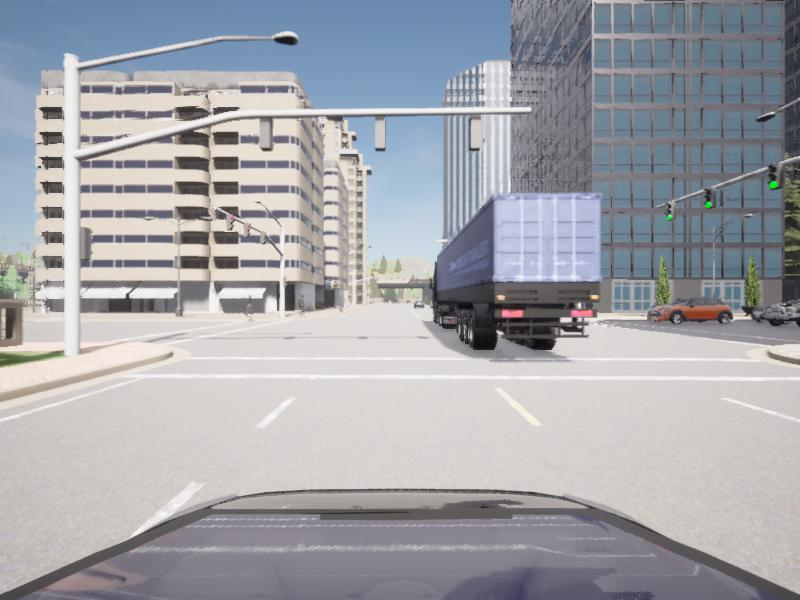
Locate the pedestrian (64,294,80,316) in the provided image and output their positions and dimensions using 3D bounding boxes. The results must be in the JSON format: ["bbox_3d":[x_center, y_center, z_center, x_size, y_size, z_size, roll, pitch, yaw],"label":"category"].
[{"bbox_3d":[-28.584,0.434,34.843,0.751,1.860,0.751,0,0,8],"label":"pedestrian"}]

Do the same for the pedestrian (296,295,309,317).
[{"bbox_3d":[-8.092,0.489,33.079,0.751,1.860,0.751,0,0,39],"label":"pedestrian"}]

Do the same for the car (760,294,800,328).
[{"bbox_3d":[23.517,0.600,22.574,4.605,1.855,1.932,0,0,0],"label":"car"}]

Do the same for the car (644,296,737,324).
[{"bbox_3d":[18.830,0.642,26.117,4.553,1.767,2.097,0,0,1],"label":"car"}]

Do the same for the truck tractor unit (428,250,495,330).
[{"bbox_3d":[3.495,-0.557,24.435,3.053,4.208,6.516,0,0,0],"label":"truck tractor unit"}]

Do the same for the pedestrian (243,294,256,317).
[{"bbox_3d":[-12.056,0.434,32.076,0.751,1.860,0.751,0,0,0],"label":"pedestrian"}]

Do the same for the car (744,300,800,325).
[{"bbox_3d":[25.781,0.784,26.061,4.902,1.511,2.128,0,0,0],"label":"car"}]

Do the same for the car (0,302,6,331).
[{"bbox_3d":[-22.547,0.817,19.788,4.674,1.442,1.812,0,0,7],"label":"car"}]

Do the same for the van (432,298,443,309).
[{"bbox_3d":[6.692,0.608,71.115,1.775,1.987,4.442,0,0,4],"label":"van"}]

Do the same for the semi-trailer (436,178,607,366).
[{"bbox_3d":[3.499,-0.650,16.523,2.717,4.402,14.254,0,0,0],"label":"semi-trailer"}]
